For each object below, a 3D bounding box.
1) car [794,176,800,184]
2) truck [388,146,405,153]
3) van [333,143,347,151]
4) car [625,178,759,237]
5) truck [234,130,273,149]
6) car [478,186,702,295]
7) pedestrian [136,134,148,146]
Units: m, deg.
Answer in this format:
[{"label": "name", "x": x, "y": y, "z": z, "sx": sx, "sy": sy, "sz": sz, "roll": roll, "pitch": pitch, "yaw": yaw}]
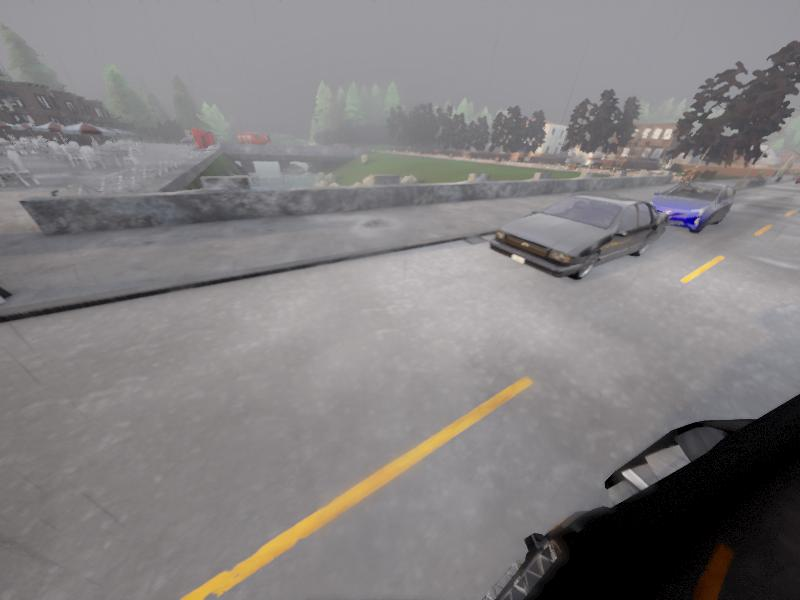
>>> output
[{"label": "car", "x": 61.564, "y": -18.334, "z": 34.240, "sx": 5.566, "sy": 2.045, "sz": 2.150, "roll": -16, "pitch": 38, "yaw": -26}, {"label": "truck", "x": -1.267, "y": -58.349, "z": 89.419, "sx": 6.274, "sy": 2.098, "sz": 2.390, "roll": -16, "pitch": 38, "yaw": -26}, {"label": "van", "x": -20.686, "y": -52.746, "z": 79.656, "sx": 4.442, "sy": 1.987, "sz": 1.775, "roll": -16, "pitch": 38, "yaw": -26}, {"label": "car", "x": 11.569, "y": -3.836, "z": 9.190, "sx": 4.514, "sy": 1.525, "sz": 2.007, "roll": -16, "pitch": 38, "yaw": -26}, {"label": "truck", "x": -41.022, "y": -45.117, "z": 65.019, "sx": 8.468, "sy": 3.827, "sz": 2.891, "roll": -16, "pitch": 38, "yaw": -26}, {"label": "car", "x": 4.803, "y": -1.841, "z": 5.807, "sx": 5.357, "sy": 1.411, "sz": 2.033, "roll": -16, "pitch": 38, "yaw": -26}, {"label": "pedestrian", "x": -48.110, "y": -29.756, "z": 43.047, "sx": 0.751, "sy": 1.860, "sz": 0.751, "roll": -16, "pitch": 38, "yaw": -26}]
